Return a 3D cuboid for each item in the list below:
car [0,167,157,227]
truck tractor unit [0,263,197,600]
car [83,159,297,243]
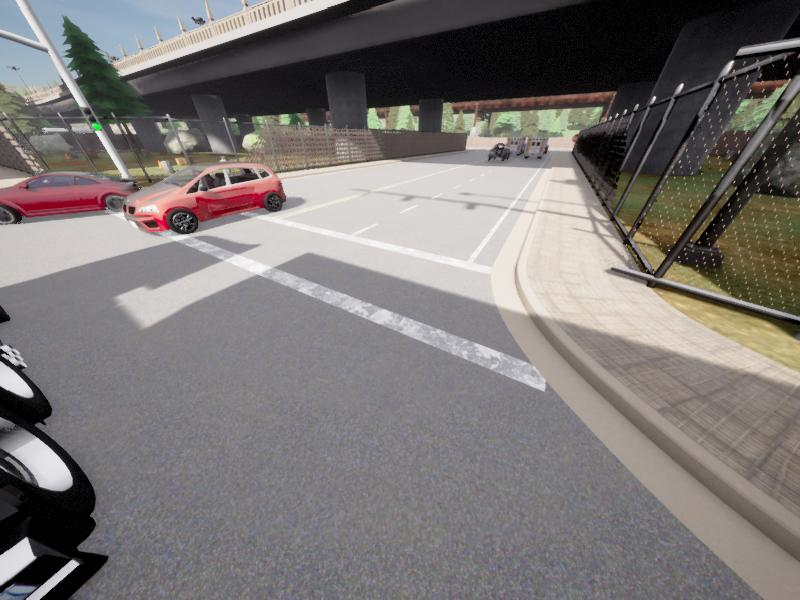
[{"bbox_3d":[-12.199,-3.875,8.416,4.181,1.385,1.994,-21,40,-27],"label":"car"},{"bbox_3d":[-5.108,-0.304,0.777,6.516,4.208,3.053,18,39,24],"label":"truck tractor unit"},{"bbox_3d":[-6.378,-3.669,7.857,2.242,1.667,4.611,18,38,24],"label":"car"}]
